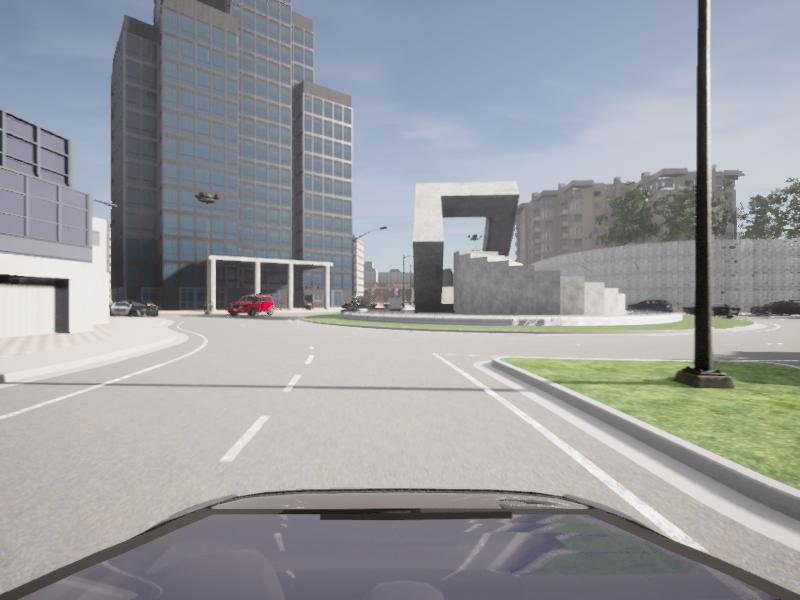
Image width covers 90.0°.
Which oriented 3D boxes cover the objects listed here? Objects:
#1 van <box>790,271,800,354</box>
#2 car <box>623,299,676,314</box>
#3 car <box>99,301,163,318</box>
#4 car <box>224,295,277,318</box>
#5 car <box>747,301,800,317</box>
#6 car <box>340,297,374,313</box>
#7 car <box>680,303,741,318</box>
[{"bbox_3d":[11.965,0.374,8.937,2.351,2.431,6.366,0,0,21],"label":"van"},{"bbox_3d":[29.031,0.763,46.708,2.033,1.649,4.856,0,0,-26],"label":"car"},{"bbox_3d":[-24.332,0.825,36.275,4.974,1.542,2.038,0,0,14],"label":"car"},{"bbox_3d":[-14.236,0.566,38.561,2.150,2.045,5.566,0,0,11],"label":"car"},{"bbox_3d":[37.143,0.855,39.047,4.674,1.442,1.812,0,0,11],"label":"car"},{"bbox_3d":[-5.274,0.638,49.188,3.866,1.878,1.905,0,0,-44],"label":"car"},{"bbox_3d":[28.652,0.931,37.132,1.895,1.301,4.718,0,0,-2],"label":"car"}]
